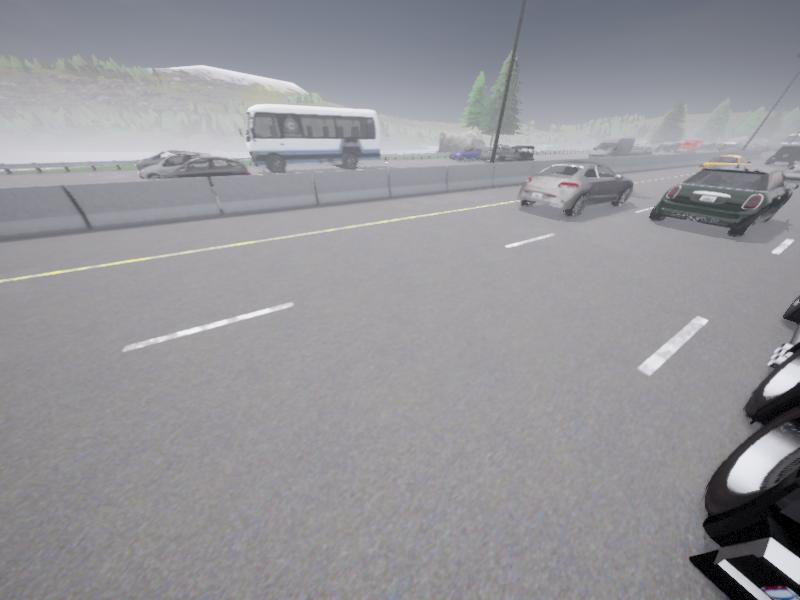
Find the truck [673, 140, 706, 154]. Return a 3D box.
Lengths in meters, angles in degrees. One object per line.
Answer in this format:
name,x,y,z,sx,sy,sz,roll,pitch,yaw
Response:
truck,63.903,-33.873,50.994,5.204,2.467,2.627,-18,39,-24

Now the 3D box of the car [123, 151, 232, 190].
car,-12.410,-7.553,13.331,3.988,1.617,1.851,-18,39,-24

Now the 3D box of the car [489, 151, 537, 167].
car,12.053,-15.168,24.739,4.718,1.301,1.895,-18,39,-24

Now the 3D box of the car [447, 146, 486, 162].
car,8.529,-18.734,29.627,4.514,1.525,2.007,-18,39,-24

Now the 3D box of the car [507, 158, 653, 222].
car,7.066,-4.550,9.169,5.027,1.651,2.152,-18,39,-24

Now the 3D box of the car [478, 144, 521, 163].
car,11.974,-17.672,27.829,4.605,1.855,1.932,-17,38,-24

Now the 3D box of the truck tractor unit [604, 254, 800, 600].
truck tractor unit,5.091,-0.321,0.804,6.516,4.208,3.053,-19,39,-25

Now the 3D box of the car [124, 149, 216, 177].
car,-17.203,-10.588,17.718,4.514,1.525,2.007,-18,39,-24

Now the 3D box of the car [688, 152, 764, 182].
car,24.013,-9.897,17.023,5.366,1.575,1.801,-18,39,-24

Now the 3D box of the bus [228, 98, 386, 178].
bus,-6.676,-12.665,18.402,10.273,4.253,3.944,-18,39,-24

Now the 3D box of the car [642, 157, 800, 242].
car,10.710,-3.481,7.511,4.553,1.767,2.097,-17,39,-24

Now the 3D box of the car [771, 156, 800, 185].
car,27.233,-8.581,15.251,3.806,1.475,1.970,-18,39,-24

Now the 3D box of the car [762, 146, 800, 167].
car,43.389,-16.158,25.900,3.866,1.878,1.905,-18,39,-24

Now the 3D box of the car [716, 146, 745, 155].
car,66.865,-30.288,46.774,4.902,1.511,2.128,-18,39,-24

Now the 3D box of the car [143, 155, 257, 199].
car,-9.468,-6.166,11.413,3.705,1.549,1.789,-17,39,-24

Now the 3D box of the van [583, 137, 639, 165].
van,24.518,-17.334,26.866,5.915,2.561,1.988,-18,39,-24

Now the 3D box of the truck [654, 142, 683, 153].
truck,64.146,-36.578,55.204,6.274,2.098,2.390,-18,39,-24

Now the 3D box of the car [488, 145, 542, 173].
car,10.125,-12.510,20.385,3.866,1.878,1.905,-18,39,-24
